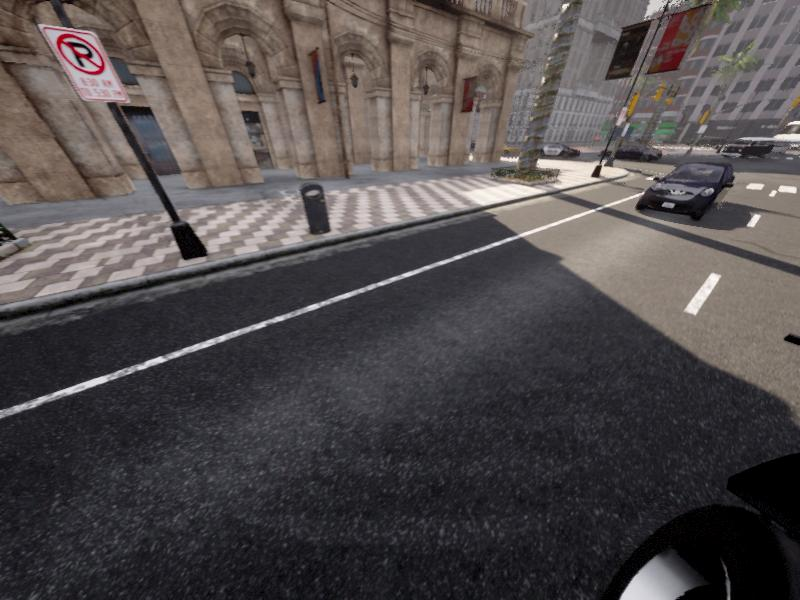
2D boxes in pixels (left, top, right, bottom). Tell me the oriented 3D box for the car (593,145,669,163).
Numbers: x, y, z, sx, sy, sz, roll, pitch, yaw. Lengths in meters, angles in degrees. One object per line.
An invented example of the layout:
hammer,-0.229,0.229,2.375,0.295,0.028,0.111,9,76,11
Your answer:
car,24.792,-15.902,25.049,2.033,1.411,5.357,-24,41,-29

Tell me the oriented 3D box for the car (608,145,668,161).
car,27.103,-16.941,26.524,1.994,1.385,4.181,-18,39,-23

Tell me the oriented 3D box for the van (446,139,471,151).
van,11.475,-30.582,45.535,1.775,1.987,4.442,-22,41,-28

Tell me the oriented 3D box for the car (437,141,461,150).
car,10.817,-34.496,51.454,1.801,1.575,5.366,-22,41,-28

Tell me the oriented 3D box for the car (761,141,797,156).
car,51.153,-20.546,31.261,3.633,1.501,1.845,-25,42,-31

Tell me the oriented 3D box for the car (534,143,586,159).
car,20.495,-19.372,29.907,2.038,1.542,4.974,-22,40,-27

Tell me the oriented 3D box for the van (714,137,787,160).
van,39.124,-16.979,25.877,4.480,2.038,2.069,-5,37,-8

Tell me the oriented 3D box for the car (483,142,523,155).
car,15.672,-23.390,35.623,1.801,1.575,5.366,-22,40,-27

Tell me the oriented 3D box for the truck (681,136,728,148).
truck,70.319,-36.698,53.520,2.390,2.098,6.274,-1,35,-1

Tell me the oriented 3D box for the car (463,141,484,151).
car,14.823,-31.175,46.717,1.789,1.549,3.705,-22,40,-27

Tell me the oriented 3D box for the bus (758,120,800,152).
bus,67.291,-26.873,37.719,3.944,4.253,10.273,13,37,18

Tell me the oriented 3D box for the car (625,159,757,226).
car,10.028,-3.882,8.005,3.633,1.501,1.845,-22,40,-28
